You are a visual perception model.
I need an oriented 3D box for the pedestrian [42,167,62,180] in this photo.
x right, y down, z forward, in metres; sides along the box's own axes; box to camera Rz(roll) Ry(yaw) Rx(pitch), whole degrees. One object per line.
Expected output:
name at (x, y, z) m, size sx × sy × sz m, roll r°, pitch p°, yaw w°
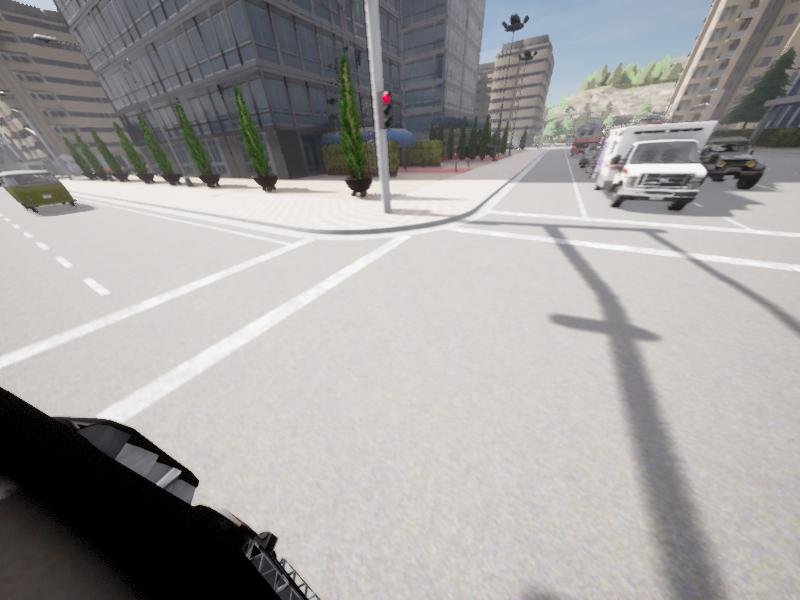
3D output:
pedestrian at (-56.746, -20.651, 37.679) m, size 0.751 × 1.860 × 0.751 m, roll 6°, pitch 35°, yaw 13°

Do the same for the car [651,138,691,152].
car at (37.842, -21.820, 32.433) m, size 2.128 × 1.511 × 4.902 m, roll 16°, pitch 38°, yaw 26°

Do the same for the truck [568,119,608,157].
truck at (26.114, -22.319, 32.015) m, size 2.891 × 3.827 × 8.468 m, roll 20°, pitch 40°, yaw 31°

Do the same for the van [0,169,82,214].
van at (-21.313, -6.437, 13.522) m, size 4.442 × 1.987 × 1.775 m, roll 16°, pitch 38°, yaw 26°

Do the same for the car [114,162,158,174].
car at (-51.787, -25.975, 45.533) m, size 1.930 × 1.638 × 5.238 m, roll 16°, pitch 38°, yaw 26°

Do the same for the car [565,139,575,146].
car at (54.840, -50.822, 74.605) m, size 2.033 × 1.649 × 4.856 m, roll 16°, pitch 38°, yaw 26°

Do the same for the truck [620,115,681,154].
truck at (33.526, -22.385, 31.532) m, size 2.891 × 3.827 × 8.468 m, roll 16°, pitch 38°, yaw 26°

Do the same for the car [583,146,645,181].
car at (13.316, -8.797, 14.748) m, size 1.882 × 1.535 × 5.008 m, roll 16°, pitch 38°, yaw 26°

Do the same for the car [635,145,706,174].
car at (18.089, -9.614, 15.755) m, size 1.994 × 1.385 × 4.181 m, roll 17°, pitch 38°, yaw 27°

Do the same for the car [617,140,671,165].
car at (21.521, -13.218, 20.659) m, size 1.930 × 1.638 × 5.238 m, roll 15°, pitch 38°, yaw 25°

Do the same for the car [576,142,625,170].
car at (16.567, -12.139, 19.400) m, size 2.242 × 1.667 × 4.611 m, roll 16°, pitch 38°, yaw 26°

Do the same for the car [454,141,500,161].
car at (11.222, -21.745, 33.634) m, size 6.274 × 2.098 × 2.390 m, roll -20°, pitch 37°, yaw -23°

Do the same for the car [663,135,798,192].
car at (14.667, -6.403, 10.721) m, size 1.905 × 1.878 × 3.866 m, roll 16°, pitch 38°, yaw 26°

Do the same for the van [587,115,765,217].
van at (9.567, -5.394, 9.120) m, size 2.351 × 2.431 × 6.366 m, roll 15°, pitch 38°, yaw 26°

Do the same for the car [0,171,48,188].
car at (-51.646, -16.315, 31.138) m, size 2.007 × 1.525 × 4.514 m, roll -10°, pitch 34°, yaw -11°
